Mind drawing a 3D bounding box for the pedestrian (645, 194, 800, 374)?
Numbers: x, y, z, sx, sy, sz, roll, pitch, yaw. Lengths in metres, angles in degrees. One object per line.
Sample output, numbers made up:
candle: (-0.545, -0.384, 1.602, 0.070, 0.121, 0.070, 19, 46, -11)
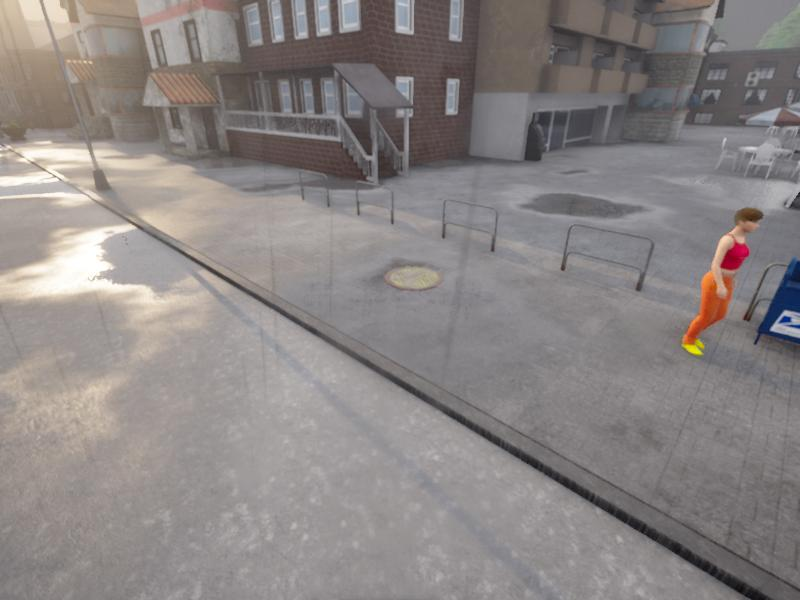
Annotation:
pedestrian: (3.732, -0.193, 4.701, 0.751, 1.860, 0.751, -12, 29, -21)

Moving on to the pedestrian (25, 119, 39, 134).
pedestrian: (-32.299, -15.218, 35.099, 0.500, 1.100, 0.500, 21, 34, 36)
